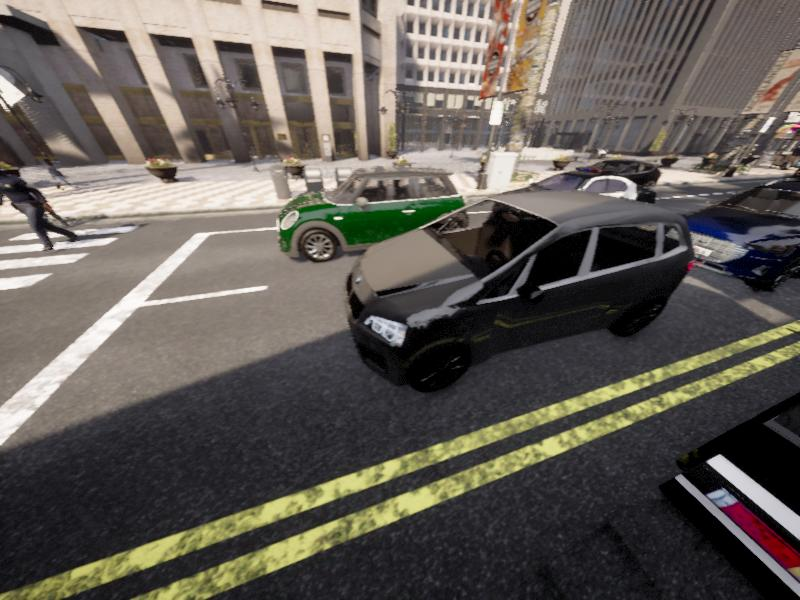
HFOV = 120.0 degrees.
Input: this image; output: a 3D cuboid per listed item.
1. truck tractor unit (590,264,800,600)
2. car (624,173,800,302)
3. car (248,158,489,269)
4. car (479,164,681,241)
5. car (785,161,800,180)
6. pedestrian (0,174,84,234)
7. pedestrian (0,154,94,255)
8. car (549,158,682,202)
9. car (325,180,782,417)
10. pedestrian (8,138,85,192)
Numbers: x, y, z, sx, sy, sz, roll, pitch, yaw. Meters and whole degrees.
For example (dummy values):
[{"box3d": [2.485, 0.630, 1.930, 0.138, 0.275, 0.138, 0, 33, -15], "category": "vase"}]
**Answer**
[{"box3d": [5.289, -0.064, 0.467, 6.516, 4.208, 3.053, -10, 37, -14], "category": "truck tractor unit"}, {"box3d": [8.069, -1.597, 4.936, 4.856, 1.649, 2.033, -9, 37, -14], "category": "car"}, {"box3d": [-0.619, -2.320, 5.644, 4.553, 1.767, 2.097, -10, 37, -14], "category": "car"}, {"box3d": [5.373, -3.223, 7.259, 4.974, 1.542, 2.038, -10, 37, -14], "category": "car"}, {"box3d": [31.327, -9.588, 16.496, 4.553, 1.767, 2.185, -10, 37, -15], "category": "car"}, {"box3d": [-9.761, -2.614, 6.270, 0.751, 1.300, 0.751, -22, 41, -29], "category": "pedestrian"}, {"box3d": [-8.035, -2.001, 4.956, 0.751, 1.860, 0.751, -6, 36, -9], "category": "pedestrian"}, {"box3d": [10.307, -5.963, 11.259, 4.792, 1.488, 2.163, -10, 37, -15], "category": "car"}, {"box3d": [1.535, -0.514, 3.249, 4.611, 1.667, 2.242, -10, 37, -14], "category": "car"}, {"box3d": [-14.771, -5.683, 9.752, 0.751, 1.860, 0.751, -11, 37, -16], "category": "pedestrian"}]
